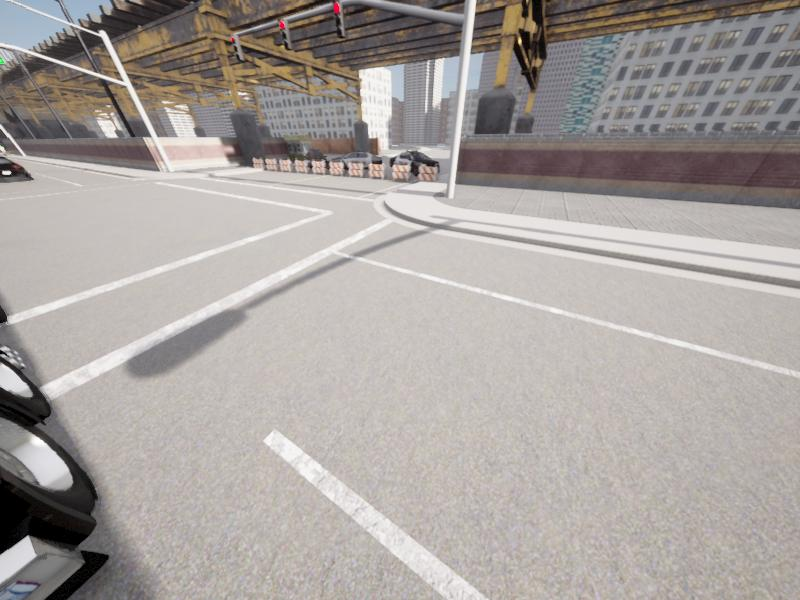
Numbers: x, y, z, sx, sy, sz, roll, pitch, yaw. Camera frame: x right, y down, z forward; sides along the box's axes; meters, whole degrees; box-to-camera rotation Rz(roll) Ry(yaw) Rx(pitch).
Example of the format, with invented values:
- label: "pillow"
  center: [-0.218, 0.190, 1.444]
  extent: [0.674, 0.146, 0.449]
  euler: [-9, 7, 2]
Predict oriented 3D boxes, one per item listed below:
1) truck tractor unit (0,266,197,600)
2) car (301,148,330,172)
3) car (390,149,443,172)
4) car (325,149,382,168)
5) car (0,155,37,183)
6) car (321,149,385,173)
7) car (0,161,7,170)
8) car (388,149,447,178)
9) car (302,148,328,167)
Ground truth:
- label: "truck tractor unit"
  center: [-5.111, -0.301, 0.773]
  extent: [6.516, 4.208, 3.053]
  euler: [18, 39, 24]
- label: "car"
  center: [-7.884, -13.211, 21.644]
  extent: [2.038, 1.542, 4.974]
  euler: [-10, 36, -13]
- label: "car"
  center: [1.127, -10.948, 18.043]
  extent: [1.853, 1.218, 4.536]
  euler: [-19, 39, -25]
- label: "car"
  center: [-3.837, -12.049, 19.665]
  extent: [4.536, 1.218, 1.853]
  euler: [-4, 35, -5]
- label: "car"
  center: [-28.207, -9.261, 16.270]
  extent: [4.674, 1.442, 1.812]
  euler: [18, 39, 25]
- label: "car"
  center: [-3.887, -11.916, 19.750]
  extent: [4.974, 1.542, 2.038]
  euler: [-4, 35, -5]
- label: "car"
  center: [-41.166, -13.577, 22.378]
  extent: [4.611, 1.667, 2.242]
  euler: [18, 39, 24]
- label: "car"
  center: [1.155, -10.794, 18.096]
  extent: [2.038, 1.542, 4.974]
  euler: [-19, 39, -25]
- label: "car"
  center: [-7.900, -13.369, 21.595]
  extent: [1.853, 1.218, 4.536]
  euler: [-10, 36, -13]
